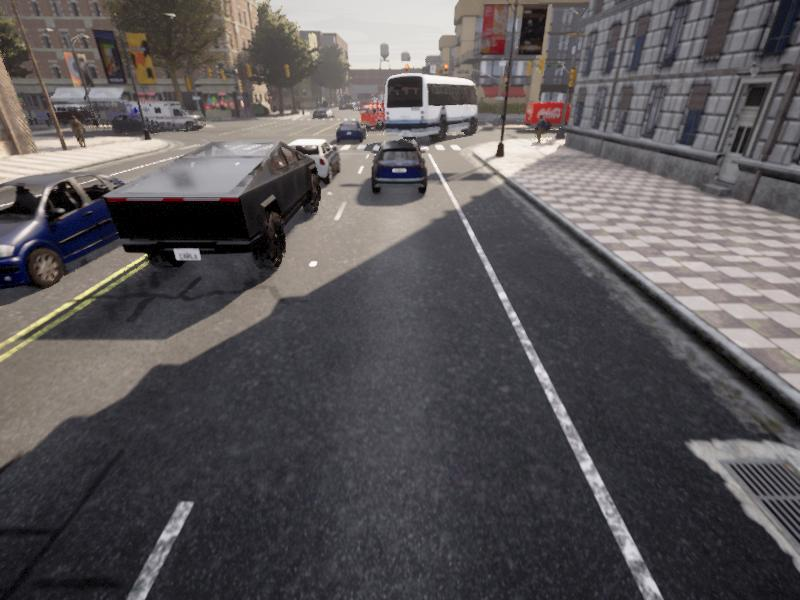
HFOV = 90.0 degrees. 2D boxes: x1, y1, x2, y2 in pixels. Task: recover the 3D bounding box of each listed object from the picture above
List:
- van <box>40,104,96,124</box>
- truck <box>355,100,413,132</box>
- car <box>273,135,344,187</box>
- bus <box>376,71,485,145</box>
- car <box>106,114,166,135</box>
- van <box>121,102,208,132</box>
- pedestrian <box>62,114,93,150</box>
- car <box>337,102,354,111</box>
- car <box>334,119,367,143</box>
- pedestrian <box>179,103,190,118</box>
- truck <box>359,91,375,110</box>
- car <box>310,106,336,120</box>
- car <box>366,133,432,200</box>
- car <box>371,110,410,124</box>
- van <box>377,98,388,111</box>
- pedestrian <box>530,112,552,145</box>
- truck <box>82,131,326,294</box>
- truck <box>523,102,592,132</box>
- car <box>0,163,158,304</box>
[{"bbox_3d":[-39.738,-22.363,48.033,4.480,2.038,2.069,0,27,0],"label":"van"},{"bbox_3d":[-1.517,-18.245,39.525,5.204,2.467,2.627,-24,35,-36],"label":"truck"},{"bbox_3d":[-3.528,-5.707,16.170,1.970,1.475,3.806,0,27,0],"label":"car"},{"bbox_3d":[2.745,-14.655,30.614,3.944,4.253,10.273,13,29,28],"label":"bus"},{"bbox_3d":[-22.756,-15.195,34.619,3.633,1.501,1.845,1,27,3],"label":"car"},{"bbox_3d":[-22.046,-17.313,37.769,6.366,2.431,2.351,-1,27,-1],"label":"van"},{"bbox_3d":[-18.802,-9.824,23.385,0.751,1.860,0.751,-10,29,-19],"label":"pedestrian"},{"bbox_3d":[-12.196,-43.553,90.004,1.851,1.617,3.988,14,30,25],"label":"car"},{"bbox_3d":[-3.598,-12.670,29.885,1.994,1.385,4.181,0,27,-1],"label":"car"},{"bbox_3d":[-29.943,-26.331,55.605,0.751,1.860,0.751,2,27,4],"label":"pedestrian"},{"bbox_3d":[-7.415,-45.624,91.525,2.891,3.827,8.468,0,27,0],"label":"truck"},{"bbox_3d":[-11.011,-26.960,57.605,2.038,1.542,4.974,4,27,9],"label":"car"},{"bbox_3d":[-0.023,-5.119,14.861,2.033,1.649,4.856,0,27,0],"label":"car"},{"bbox_3d":[-1.126,-22.059,48.139,4.674,1.442,1.812,0,27,0],"label":"car"},{"bbox_3d":[-3.900,-44.197,90.273,2.351,2.431,6.366,0,27,0],"label":"van"},{"bbox_3d":[9.137,-11.132,25.969,0.751,1.860,0.751,-9,28,-17],"label":"pedestrian"},{"bbox_3d":[-3.500,-2.473,9.174,2.390,2.098,6.274,0,27,0],"label":"truck"},{"bbox_3d":[14.676,-17.252,37.666,5.204,2.467,2.627,-1,27,0],"label":"truck"},{"bbox_3d":[-7.014,-1.560,7.924,1.851,1.617,3.988,0,27,0],"label":"car"}]
